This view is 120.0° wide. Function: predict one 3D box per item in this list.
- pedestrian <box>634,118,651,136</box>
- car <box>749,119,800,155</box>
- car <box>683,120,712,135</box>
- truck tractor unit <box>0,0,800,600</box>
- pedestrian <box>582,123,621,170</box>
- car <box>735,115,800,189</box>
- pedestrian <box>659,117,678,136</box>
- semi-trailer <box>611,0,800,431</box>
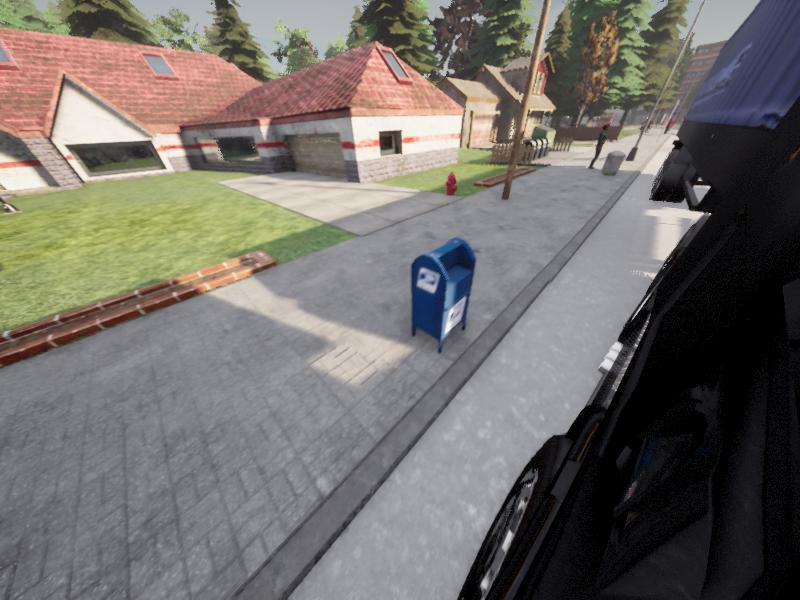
[{"bbox_3d":[31.493,-22.476,30.027,0.751,1.860,0.751,-32,45,-33],"label":"pedestrian"},{"bbox_3d":[24.958,-9.450,13.375,2.033,1.649,4.856,-5,36,1],"label":"car"},{"bbox_3d":[39.638,-23.051,30.811,1.816,1.474,4.193,29,47,35],"label":"car"},{"bbox_3d":[2.645,-0.295,0.351,6.516,4.208,3.053,-28,44,-30],"label":"truck tractor unit"},{"bbox_3d":[9.750,-7.454,11.268,0.751,1.860,0.751,17,41,25],"label":"pedestrian"},{"bbox_3d":[15.818,-6.048,9.235,4.605,1.855,1.932,-30,51,-29],"label":"car"},{"bbox_3d":[33.352,-21.577,28.700,0.751,1.860,0.751,29,47,35],"label":"pedestrian"},{"bbox_3d":[8.093,-3.959,4.744,2.717,4.402,14.254,26,46,34],"label":"semi-trailer"}]
